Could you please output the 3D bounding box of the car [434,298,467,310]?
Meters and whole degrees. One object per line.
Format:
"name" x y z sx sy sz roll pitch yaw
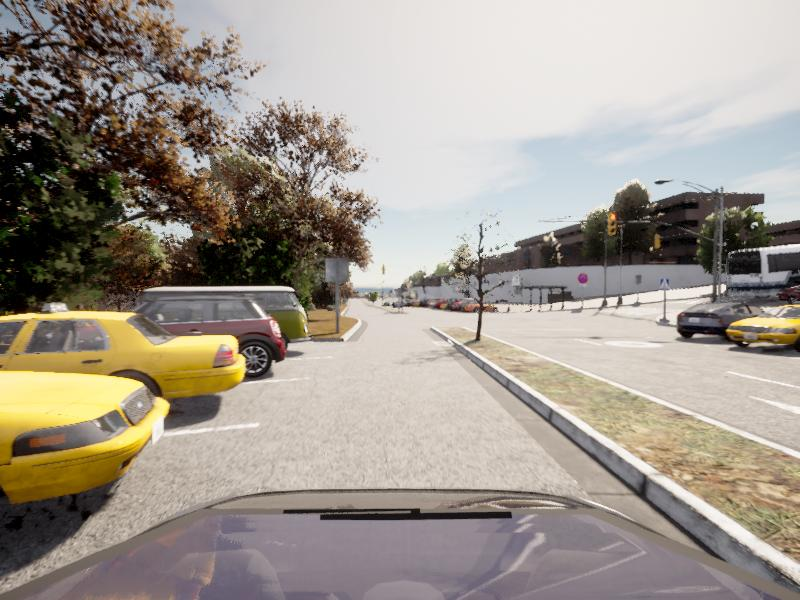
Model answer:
"car" 9.106 0.720 71.994 5.566 2.045 2.435 1 0 -27

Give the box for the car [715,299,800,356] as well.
"car" 13.209 0.808 13.197 5.366 1.575 1.946 1 0 -22

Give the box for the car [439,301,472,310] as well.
"car" 9.602 0.975 69.083 5.366 1.575 1.946 1 0 -27

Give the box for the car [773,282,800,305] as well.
"car" 28.980 -0.439 27.327 2.002 1.452 4.674 -6 3 -26

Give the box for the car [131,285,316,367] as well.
"car" -4.791 0.604 11.410 4.442 1.987 1.878 -1 0 -21

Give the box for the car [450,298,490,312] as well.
"car" 10.458 0.742 60.020 5.566 2.045 2.435 1 0 -27

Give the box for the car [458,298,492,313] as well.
"car" 10.709 0.772 56.991 4.442 1.987 1.878 1 0 -26

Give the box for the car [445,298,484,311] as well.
"car" 10.164 0.736 63.042 5.566 2.045 2.435 1 0 -27

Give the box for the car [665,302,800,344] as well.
"car" 13.488 0.848 16.245 4.792 1.488 2.163 1 0 -22

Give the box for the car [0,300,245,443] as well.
"car" -4.983 0.829 5.379 5.366 1.575 1.946 -1 0 -20

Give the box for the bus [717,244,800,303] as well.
"bus" 32.712 -2.424 33.072 10.273 4.253 3.944 -6 2 -7

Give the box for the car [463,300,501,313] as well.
"car" 11.093 0.879 54.039 4.553 1.767 2.185 1 0 -26

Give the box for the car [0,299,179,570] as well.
"car" -4.621 0.824 2.551 5.366 1.575 1.946 -1 0 -20

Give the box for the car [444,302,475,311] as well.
"car" 9.783 1.022 66.015 4.674 1.452 2.002 1 0 -27

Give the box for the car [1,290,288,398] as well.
"car" -4.813 0.705 8.416 4.553 1.767 2.185 -1 0 -21
